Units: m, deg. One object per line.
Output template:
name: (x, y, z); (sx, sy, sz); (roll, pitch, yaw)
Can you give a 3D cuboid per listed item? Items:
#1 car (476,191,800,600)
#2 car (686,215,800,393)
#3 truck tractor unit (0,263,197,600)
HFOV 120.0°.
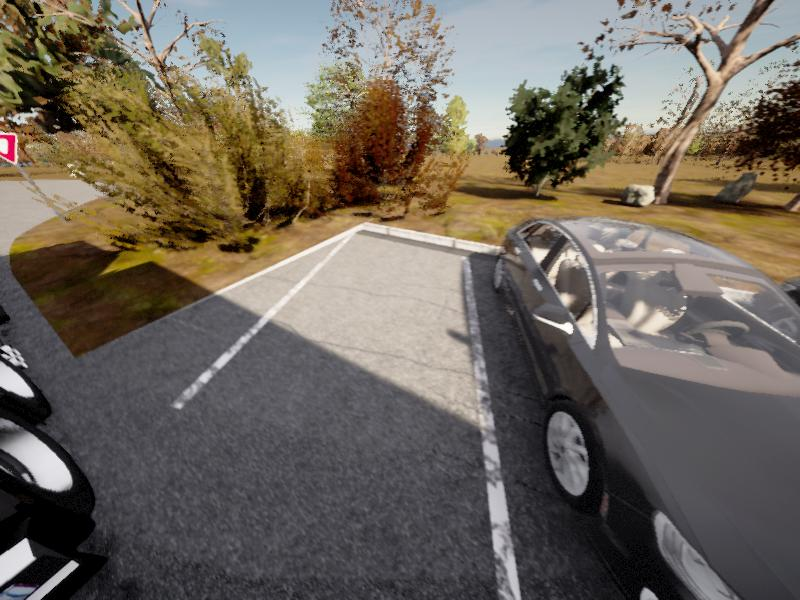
car: (2.373, 0.059, 2.573); (2.231, 1.521, 4.892); (6, 35, 8)
car: (5.307, 1.019, 1.161); (2.231, 1.521, 4.892); (5, 34, 8)
truck tractor unit: (-5.107, -0.303, 0.783); (6.516, 4.208, 3.053); (18, 39, 24)
